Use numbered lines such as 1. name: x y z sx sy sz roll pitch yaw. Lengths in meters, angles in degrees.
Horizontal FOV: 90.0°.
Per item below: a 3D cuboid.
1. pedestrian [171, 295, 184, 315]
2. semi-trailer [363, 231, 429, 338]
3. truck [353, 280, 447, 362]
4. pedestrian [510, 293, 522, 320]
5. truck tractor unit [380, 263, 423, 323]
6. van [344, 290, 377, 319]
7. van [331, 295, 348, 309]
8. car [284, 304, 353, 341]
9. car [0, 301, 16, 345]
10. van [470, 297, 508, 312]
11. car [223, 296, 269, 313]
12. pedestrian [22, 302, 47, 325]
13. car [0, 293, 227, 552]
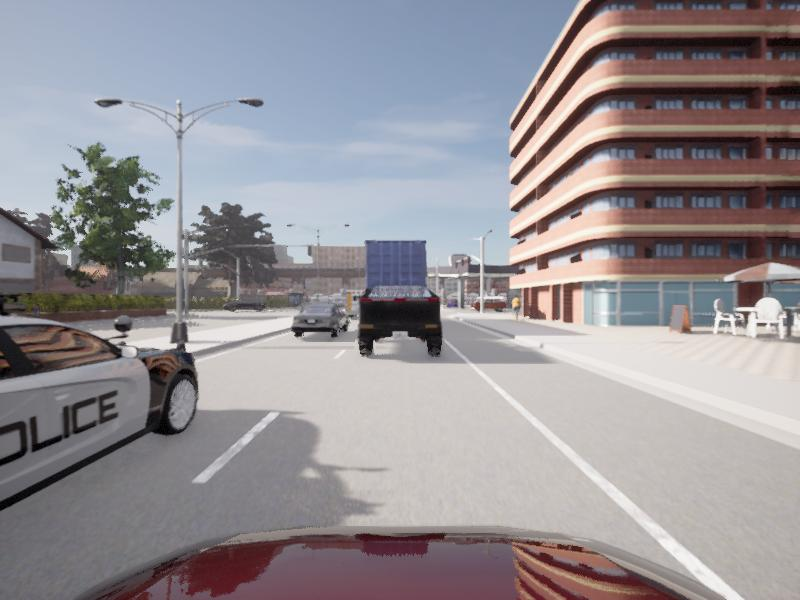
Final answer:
1. pedestrian: -20.830 0.492 37.504 0.751 1.860 0.751 0 0 2
2. semi-trailer: -0.043 -0.619 23.615 2.717 4.402 14.254 0 0 1
3. truck: -0.001 0.541 13.364 2.390 2.098 6.274 0 0 0
4. pedestrian: 8.417 0.462 28.981 0.751 1.860 0.751 0 0 11
5. truck tractor unit: 0.021 -0.525 31.526 3.053 4.208 6.516 0 0 -1
6. van: -3.513 0.378 36.784 2.351 2.431 6.366 0 0 0
7. van: -11.488 0.376 76.449 2.351 2.431 6.366 0 0 0
8. car: -3.514 0.895 18.398 2.033 1.411 5.357 0 0 0
9. car: -14.998 0.822 12.058 2.038 1.542 4.974 0 0 0
10. van: 11.624 0.571 52.475 4.480 2.038 2.069 0 0 -2
11. car: -20.510 0.569 53.287 5.566 2.045 2.150 0 1 -28
12. pedestrian: -21.146 0.765 23.172 0.751 1.300 0.751 0 0 1
13. car: -3.499 0.771 3.247 1.930 1.638 5.238 0 0 0
